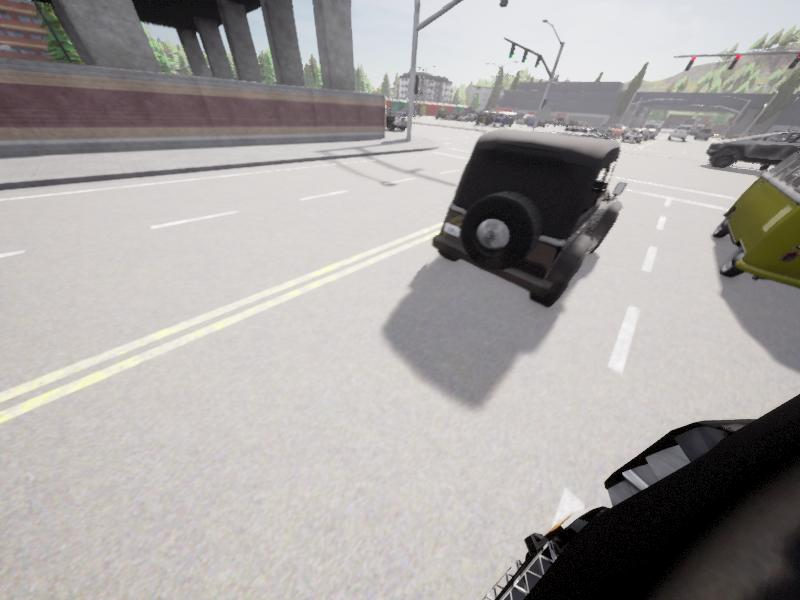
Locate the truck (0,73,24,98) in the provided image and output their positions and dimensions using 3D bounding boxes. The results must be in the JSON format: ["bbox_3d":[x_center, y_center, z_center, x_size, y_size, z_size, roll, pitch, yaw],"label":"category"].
[{"bbox_3d":[-55.177,-29.527,31.634,2.615,2.467,5.204,-31,51,-34],"label":"truck"}]

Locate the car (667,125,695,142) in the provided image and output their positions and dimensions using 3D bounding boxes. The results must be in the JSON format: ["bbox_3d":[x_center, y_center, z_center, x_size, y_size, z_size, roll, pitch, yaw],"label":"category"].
[{"bbox_3d":[47.483,-28.199,39.041,5.566,2.045,2.150,-30,51,-34],"label":"car"}]

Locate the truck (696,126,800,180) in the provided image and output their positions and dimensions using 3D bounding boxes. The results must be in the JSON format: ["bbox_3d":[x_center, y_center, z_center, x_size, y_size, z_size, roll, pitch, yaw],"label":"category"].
[{"bbox_3d":[22.764,-8.663,13.665,6.274,2.098,2.390,34,48,31],"label":"truck"}]

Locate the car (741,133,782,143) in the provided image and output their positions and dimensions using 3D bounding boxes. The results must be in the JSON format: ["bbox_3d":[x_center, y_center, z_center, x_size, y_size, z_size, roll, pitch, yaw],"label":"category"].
[{"bbox_3d":[84.286,-37.928,54.001,2.038,1.542,4.974,-31,51,-34],"label":"car"}]

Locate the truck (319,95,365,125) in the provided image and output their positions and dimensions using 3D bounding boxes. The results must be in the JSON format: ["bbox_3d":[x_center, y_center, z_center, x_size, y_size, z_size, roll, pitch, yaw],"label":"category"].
[{"bbox_3d":[-6.856,-22.659,27.578,2.627,2.467,5.204,-31,51,-34],"label":"truck"}]

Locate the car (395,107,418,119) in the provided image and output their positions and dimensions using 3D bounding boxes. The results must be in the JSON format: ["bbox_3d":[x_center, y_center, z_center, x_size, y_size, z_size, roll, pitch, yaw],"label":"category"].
[{"bbox_3d":[1.402,-40.406,49.958,4.611,1.667,2.242,-31,51,-34],"label":"car"}]

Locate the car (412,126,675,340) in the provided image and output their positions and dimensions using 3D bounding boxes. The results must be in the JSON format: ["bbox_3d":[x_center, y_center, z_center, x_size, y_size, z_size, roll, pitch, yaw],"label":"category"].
[{"bbox_3d":[2.291,-1.525,3.698,3.866,1.878,1.905,-31,51,-34],"label":"car"}]

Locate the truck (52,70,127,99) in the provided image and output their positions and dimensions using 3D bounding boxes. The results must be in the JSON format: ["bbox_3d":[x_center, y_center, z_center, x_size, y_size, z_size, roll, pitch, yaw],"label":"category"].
[{"bbox_3d":[-64.110,-44.697,48.154,8.468,3.827,2.891,-31,51,-34],"label":"truck"}]

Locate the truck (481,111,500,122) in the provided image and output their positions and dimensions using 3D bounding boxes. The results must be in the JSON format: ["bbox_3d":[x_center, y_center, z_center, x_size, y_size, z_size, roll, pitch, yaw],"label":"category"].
[{"bbox_3d":[22.443,-45.639,57.502,4.478,2.038,2.069,-31,51,-34],"label":"truck"}]

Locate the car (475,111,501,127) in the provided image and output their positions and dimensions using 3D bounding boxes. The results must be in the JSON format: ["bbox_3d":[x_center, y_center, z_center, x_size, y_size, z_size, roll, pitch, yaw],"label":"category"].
[{"bbox_3d":[15.064,-30.933,39.532,4.605,1.855,1.932,-31,51,-34],"label":"car"}]

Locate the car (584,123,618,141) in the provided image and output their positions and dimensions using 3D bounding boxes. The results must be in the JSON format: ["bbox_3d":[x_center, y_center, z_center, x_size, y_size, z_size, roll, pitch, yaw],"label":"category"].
[{"bbox_3d":[26.551,-22.169,30.477,4.856,1.649,2.033,-31,51,-34],"label":"car"}]

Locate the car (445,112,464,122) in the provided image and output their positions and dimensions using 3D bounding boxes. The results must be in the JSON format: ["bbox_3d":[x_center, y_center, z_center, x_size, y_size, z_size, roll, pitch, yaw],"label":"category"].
[{"bbox_3d":[11.685,-39.054,49.253,3.905,1.438,1.784,-31,51,-34],"label":"car"}]

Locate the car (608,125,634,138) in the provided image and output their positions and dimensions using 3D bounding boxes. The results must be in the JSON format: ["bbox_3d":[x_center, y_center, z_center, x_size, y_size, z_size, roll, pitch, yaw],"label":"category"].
[{"bbox_3d":[37.553,-28.655,39.215,4.792,1.488,2.163,-31,51,-34],"label":"car"}]

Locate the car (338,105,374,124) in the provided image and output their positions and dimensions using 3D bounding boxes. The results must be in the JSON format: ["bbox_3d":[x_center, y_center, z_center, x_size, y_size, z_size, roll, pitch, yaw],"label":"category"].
[{"bbox_3d":[-5.885,-24.853,30.915,1.930,1.638,5.238,-31,51,-34],"label":"car"}]

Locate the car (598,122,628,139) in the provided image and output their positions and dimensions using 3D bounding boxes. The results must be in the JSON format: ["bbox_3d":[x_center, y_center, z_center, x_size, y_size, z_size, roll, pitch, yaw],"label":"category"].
[{"bbox_3d":[32.123,-25.543,34.819,4.553,1.767,2.097,-31,51,-34],"label":"car"}]

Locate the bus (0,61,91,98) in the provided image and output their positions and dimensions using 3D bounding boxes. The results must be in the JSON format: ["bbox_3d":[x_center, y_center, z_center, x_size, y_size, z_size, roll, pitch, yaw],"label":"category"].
[{"bbox_3d":[-66.338,-40.506,42.647,10.273,4.253,3.944,-31,51,-34],"label":"bus"}]

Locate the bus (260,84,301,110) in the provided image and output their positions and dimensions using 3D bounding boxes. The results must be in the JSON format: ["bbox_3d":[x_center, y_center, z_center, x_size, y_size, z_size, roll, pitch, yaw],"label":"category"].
[{"bbox_3d":[-27.929,-47.374,53.887,3.944,4.253,10.273,-31,51,-34],"label":"bus"}]

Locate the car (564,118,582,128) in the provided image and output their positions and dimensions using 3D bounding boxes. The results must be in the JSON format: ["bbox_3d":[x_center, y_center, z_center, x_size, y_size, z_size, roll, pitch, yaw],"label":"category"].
[{"bbox_3d":[44.863,-45.947,59.853,4.605,1.855,1.932,-31,51,-34],"label":"car"}]

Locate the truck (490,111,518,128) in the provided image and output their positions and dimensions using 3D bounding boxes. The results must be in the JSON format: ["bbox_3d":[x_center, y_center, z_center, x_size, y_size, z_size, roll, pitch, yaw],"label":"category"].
[{"bbox_3d":[17.141,-29.623,37.995,4.478,2.038,2.069,-31,51,-34],"label":"truck"}]

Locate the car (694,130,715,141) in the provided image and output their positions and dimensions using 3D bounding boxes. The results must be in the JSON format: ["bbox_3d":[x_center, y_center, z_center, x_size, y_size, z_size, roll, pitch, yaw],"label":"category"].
[{"bbox_3d":[57.852,-31.271,43.926,3.633,1.501,1.845,-31,51,-34],"label":"car"}]

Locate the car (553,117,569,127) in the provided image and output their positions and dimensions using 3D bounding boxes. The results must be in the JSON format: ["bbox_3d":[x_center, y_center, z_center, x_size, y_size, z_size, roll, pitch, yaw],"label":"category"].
[{"bbox_3d":[42.880,-47.379,61.400,3.866,1.878,1.905,-31,51,-34],"label":"car"}]

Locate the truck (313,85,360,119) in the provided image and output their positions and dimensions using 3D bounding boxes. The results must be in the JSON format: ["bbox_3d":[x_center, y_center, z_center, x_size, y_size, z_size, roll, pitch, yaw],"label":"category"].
[{"bbox_3d":[-10.281,-31.958,37.316,2.891,3.827,8.468,-31,51,-34],"label":"truck"}]

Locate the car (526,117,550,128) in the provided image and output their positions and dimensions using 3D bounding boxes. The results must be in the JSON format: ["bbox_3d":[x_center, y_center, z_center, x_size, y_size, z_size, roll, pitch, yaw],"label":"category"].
[{"bbox_3d":[27.852,-35.763,46.596,4.611,1.667,2.242,-31,51,-34],"label":"car"}]

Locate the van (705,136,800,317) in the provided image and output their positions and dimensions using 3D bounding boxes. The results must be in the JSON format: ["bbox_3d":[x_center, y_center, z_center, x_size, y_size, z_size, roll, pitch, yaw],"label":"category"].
[{"bbox_3d":[7.441,-1.461,3.970,4.442,1.987,1.775,-31,51,-34],"label":"van"}]

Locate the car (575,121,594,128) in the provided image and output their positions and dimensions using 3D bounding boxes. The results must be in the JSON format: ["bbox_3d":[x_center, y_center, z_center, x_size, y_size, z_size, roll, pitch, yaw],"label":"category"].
[{"bbox_3d":[54.583,-52.005,68.484,1.970,1.475,3.806,-30,51,-34],"label":"car"}]

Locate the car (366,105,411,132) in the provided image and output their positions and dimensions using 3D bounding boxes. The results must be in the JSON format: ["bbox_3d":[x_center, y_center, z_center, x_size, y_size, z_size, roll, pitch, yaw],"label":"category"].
[{"bbox_3d":[-1.244,-18.551,23.612,1.932,1.855,4.605,-31,51,-34],"label":"car"}]

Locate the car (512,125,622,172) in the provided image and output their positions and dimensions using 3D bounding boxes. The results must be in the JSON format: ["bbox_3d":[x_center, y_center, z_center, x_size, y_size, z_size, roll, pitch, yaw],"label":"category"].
[{"bbox_3d":[8.705,-7.983,12.088,5.238,1.638,1.930,-17,44,-23],"label":"car"}]

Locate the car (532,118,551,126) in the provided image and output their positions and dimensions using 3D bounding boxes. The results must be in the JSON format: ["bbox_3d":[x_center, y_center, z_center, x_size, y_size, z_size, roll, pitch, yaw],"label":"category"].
[{"bbox_3d":[36.374,-45.814,59.366,5.357,1.415,2.033,-31,51,-34],"label":"car"}]

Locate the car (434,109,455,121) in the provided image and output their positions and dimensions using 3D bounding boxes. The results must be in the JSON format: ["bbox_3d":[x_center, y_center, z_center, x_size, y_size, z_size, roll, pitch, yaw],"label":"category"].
[{"bbox_3d":[9.786,-40.503,50.495,4.605,1.855,1.932,-31,51,-34],"label":"car"}]

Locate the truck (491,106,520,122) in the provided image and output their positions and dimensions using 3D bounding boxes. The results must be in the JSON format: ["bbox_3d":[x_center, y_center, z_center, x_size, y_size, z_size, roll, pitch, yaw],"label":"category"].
[{"bbox_3d":[37.071,-65.788,81.563,2.891,3.827,8.468,-29,50,-33],"label":"truck"}]

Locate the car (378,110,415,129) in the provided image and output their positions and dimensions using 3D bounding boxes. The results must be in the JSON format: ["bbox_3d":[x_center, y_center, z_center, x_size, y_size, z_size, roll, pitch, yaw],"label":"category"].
[{"bbox_3d":[-0.475,-21.058,26.971,1.816,1.474,4.193,-31,51,-34],"label":"car"}]

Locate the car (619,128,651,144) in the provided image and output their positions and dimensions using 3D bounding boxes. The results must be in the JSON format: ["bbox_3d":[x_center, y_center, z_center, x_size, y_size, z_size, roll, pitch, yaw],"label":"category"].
[{"bbox_3d":[30.115,-21.073,29.578,3.806,1.475,1.970,-31,51,-34],"label":"car"}]

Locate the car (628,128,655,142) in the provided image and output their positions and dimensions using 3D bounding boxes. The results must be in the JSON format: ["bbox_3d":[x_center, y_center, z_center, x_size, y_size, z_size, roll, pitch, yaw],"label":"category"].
[{"bbox_3d":[35.225,-24.071,33.652,4.181,1.385,1.994,-31,51,-34],"label":"car"}]

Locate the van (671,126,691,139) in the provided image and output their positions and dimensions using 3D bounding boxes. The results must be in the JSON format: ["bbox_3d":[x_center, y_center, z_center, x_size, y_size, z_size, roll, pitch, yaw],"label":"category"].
[{"bbox_3d":[58.049,-34.704,47.703,4.442,1.987,1.775,-31,51,-34],"label":"van"}]

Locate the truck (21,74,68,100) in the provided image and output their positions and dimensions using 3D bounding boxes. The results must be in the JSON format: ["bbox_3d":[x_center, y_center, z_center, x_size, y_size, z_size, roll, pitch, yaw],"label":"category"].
[{"bbox_3d":[-52.104,-31.344,34.050,2.615,2.467,5.204,-31,51,-34],"label":"truck"}]

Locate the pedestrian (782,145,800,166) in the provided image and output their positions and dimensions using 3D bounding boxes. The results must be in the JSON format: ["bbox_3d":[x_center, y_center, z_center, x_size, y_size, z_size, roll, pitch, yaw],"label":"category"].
[{"bbox_3d":[30.097,-11.058,17.044,0.751,1.860,0.751,13,41,11],"label":"pedestrian"}]

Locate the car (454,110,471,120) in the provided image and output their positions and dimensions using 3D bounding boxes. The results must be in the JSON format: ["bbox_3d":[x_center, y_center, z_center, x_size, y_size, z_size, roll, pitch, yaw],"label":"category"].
[{"bbox_3d":[16.658,-49.551,61.834,4.605,1.855,1.932,-31,51,-34],"label":"car"}]

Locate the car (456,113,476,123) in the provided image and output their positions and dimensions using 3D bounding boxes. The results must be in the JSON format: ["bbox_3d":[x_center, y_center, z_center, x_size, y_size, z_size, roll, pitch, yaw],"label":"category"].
[{"bbox_3d":[13.705,-37.617,47.757,3.806,1.475,1.970,-31,51,-34],"label":"car"}]

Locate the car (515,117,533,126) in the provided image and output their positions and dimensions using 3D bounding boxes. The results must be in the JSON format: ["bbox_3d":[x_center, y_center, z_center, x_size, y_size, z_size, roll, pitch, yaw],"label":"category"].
[{"bbox_3d":[28.512,-41.162,53.192,3.806,1.475,1.970,-31,51,-34],"label":"car"}]

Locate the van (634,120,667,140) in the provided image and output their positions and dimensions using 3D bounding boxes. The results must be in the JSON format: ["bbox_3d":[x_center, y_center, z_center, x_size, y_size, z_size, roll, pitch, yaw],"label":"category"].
[{"bbox_3d":[41.481,-28.178,38.233,6.366,2.431,2.351,-31,51,-34],"label":"van"}]

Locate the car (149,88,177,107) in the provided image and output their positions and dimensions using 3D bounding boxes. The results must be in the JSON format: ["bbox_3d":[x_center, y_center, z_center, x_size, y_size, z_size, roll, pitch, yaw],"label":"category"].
[{"bbox_3d":[-35.615,-30.412,34.696,1.905,1.878,3.866,-31,51,-34],"label":"car"}]
